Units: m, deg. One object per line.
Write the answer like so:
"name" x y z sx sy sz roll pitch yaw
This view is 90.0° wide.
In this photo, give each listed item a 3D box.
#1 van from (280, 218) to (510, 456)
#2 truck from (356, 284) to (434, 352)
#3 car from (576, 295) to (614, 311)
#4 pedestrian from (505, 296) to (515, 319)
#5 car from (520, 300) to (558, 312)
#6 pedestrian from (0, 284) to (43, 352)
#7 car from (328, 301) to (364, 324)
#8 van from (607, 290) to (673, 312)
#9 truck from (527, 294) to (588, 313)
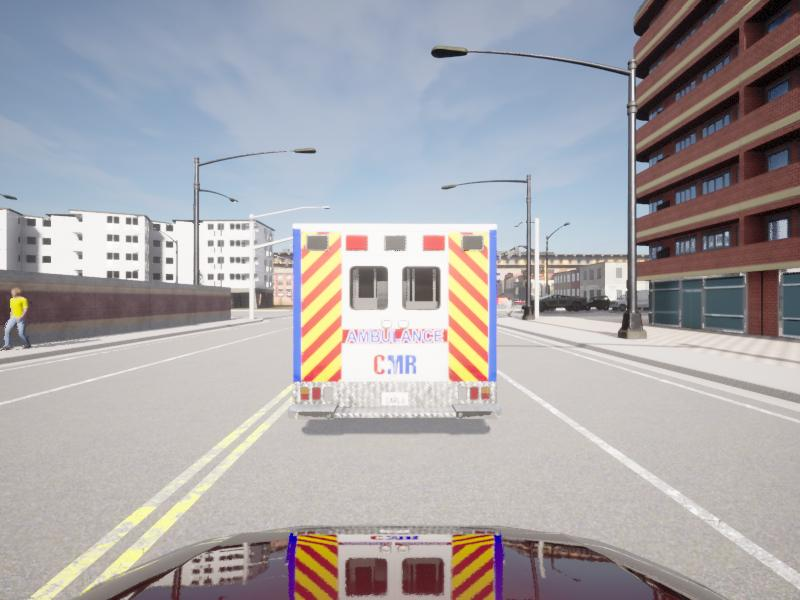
"van" -0.088 0.378 7.271 2.351 2.431 6.366 0 0 -1
"truck" -0.191 0.542 15.509 2.390 2.098 6.274 0 0 -1
"car" 24.797 0.402 51.002 3.866 1.878 1.905 -1 0 0
"pedestrian" 8.781 0.593 32.053 0.751 1.860 0.751 0 0 13
"car" 17.686 0.766 51.057 4.181 1.385 1.994 -1 0 0
"pedestrian" -10.822 0.487 11.342 0.751 1.860 0.751 0 0 -1
"car" -3.861 0.825 29.488 2.038 1.542 4.974 0 0 -1
"van" 28.362 0.074 47.475 6.366 2.431 2.351 -1 0 0
"truck" 18.633 0.385 47.550 6.274 2.098 2.390 -1 0 0
